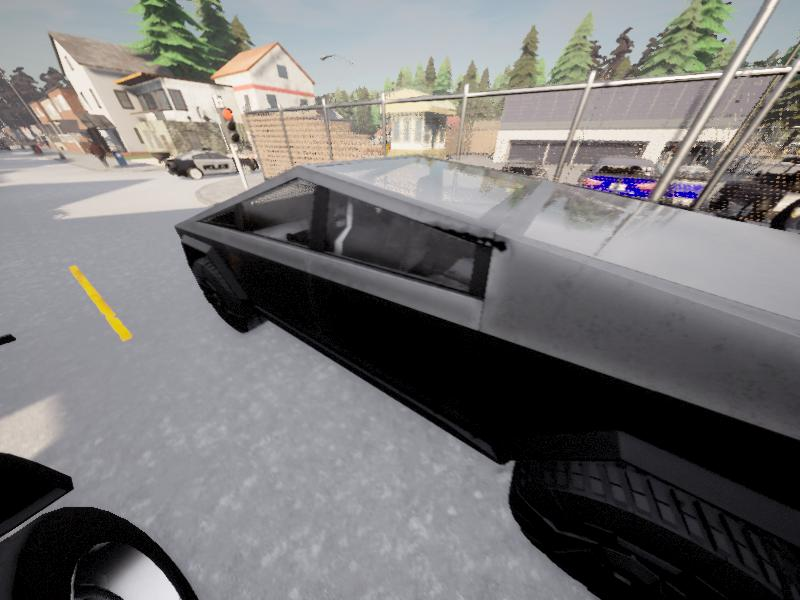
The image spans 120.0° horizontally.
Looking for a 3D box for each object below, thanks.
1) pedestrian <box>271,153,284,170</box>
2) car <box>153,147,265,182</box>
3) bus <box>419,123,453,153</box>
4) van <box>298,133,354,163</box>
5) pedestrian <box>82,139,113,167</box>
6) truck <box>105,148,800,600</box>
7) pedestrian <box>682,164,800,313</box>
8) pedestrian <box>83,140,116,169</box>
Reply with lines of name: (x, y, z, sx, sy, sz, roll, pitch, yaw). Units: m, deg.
pedestrian: (-10.142, -11.468, 19.123, 0.500, 1.100, 0.500, 18, 39, 23)
car: (-12.395, -9.204, 15.460, 1.930, 1.638, 5.238, 25, 42, 30)
bus: (6.628, -31.184, 44.575, 3.944, 4.253, 10.273, -3, 35, -5)
van: (-8.116, -17.390, 26.345, 1.988, 2.561, 5.915, 21, 40, 27)
pedestrian: (-24.858, -12.070, 18.997, 0.751, 1.860, 0.751, 28, 43, 33)
truck: (0.139, -0.259, 2.463, 6.274, 2.098, 2.390, 21, 40, 27)
pedestrian: (5.424, -0.846, 3.325, 0.751, 1.860, 0.751, -12, 37, -17)
pedestrian: (-23.306, -11.319, 17.943, 0.751, 1.860, 0.751, 27, 43, 32)
